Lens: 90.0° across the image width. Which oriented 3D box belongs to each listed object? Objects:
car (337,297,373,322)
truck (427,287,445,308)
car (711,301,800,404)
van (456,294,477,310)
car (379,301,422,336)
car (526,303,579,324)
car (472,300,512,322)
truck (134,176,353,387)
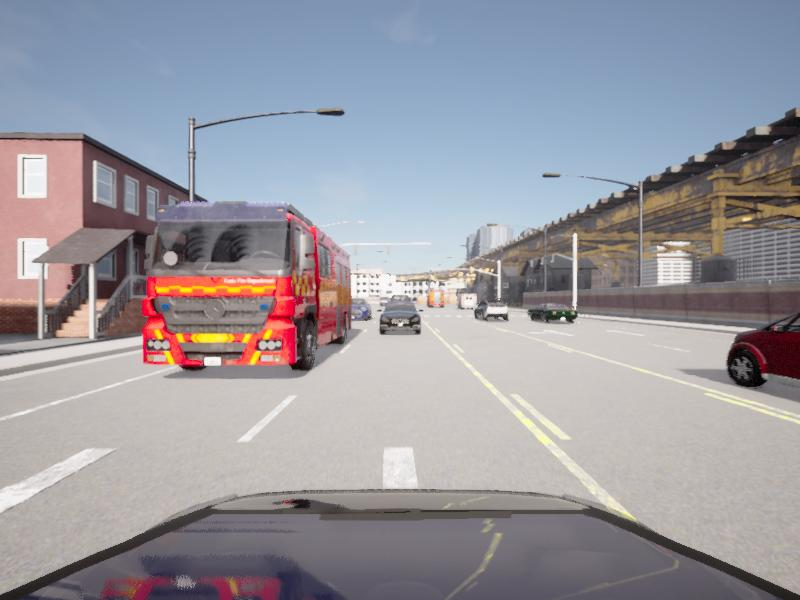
[{"bbox_3d":[-3.332,0.638,30.367,2.097,1.767,4.553,0,0,1],"label":"car"},{"bbox_3d":[7.067,-0.469,79.975,2.891,3.827,8.468,0,0,0],"label":"truck"},{"bbox_3d":[6.962,0.805,5.944,1.789,1.549,3.705,0,0,0],"label":"car"},{"bbox_3d":[10.554,0.263,63.954,2.351,2.431,6.366,0,0,0],"label":"van"},{"bbox_3d":[0.016,0.811,19.346,1.837,1.490,4.892,0,0,0],"label":"car"},{"bbox_3d":[10.523,0.893,28.005,1.895,1.301,4.718,0,0,0],"label":"car"},{"bbox_3d":[6.975,0.773,30.732,2.007,1.525,4.514,0,0,0],"label":"car"},{"bbox_3d":[-3.341,-0.338,11.492,2.891,3.827,8.468,0,0,1],"label":"truck"}]
